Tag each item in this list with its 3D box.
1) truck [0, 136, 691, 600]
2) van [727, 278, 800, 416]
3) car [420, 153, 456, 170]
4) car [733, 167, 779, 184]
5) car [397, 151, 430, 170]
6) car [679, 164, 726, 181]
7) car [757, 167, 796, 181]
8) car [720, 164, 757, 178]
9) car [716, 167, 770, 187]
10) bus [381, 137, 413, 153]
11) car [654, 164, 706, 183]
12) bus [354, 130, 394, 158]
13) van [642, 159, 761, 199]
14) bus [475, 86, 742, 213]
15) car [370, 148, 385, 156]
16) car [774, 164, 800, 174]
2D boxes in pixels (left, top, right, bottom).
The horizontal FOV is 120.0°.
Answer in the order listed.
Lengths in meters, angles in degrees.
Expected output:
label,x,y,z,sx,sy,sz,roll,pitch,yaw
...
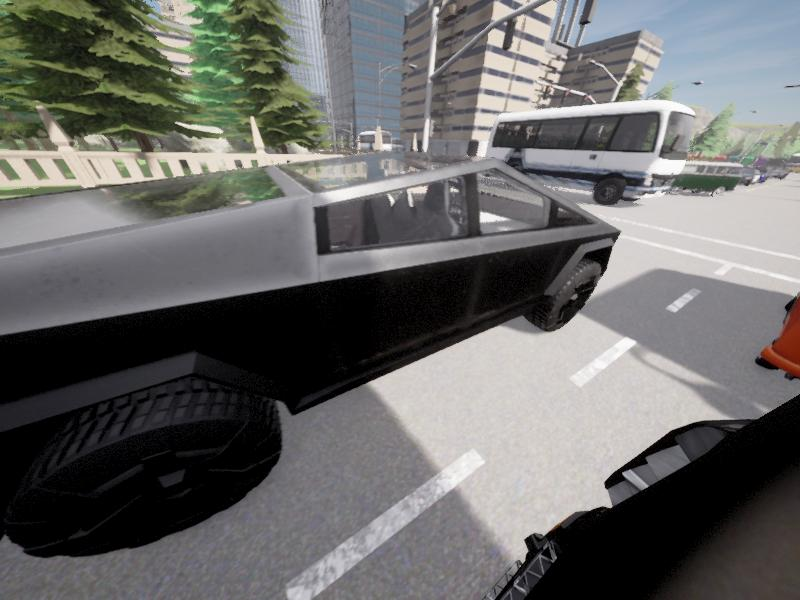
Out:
label,x,y,z,sx,sy,sz,roll,pitch,yaw
truck,-0.132,-0.440,2.629,6.274,2.098,2.390,-16,38,-26
van,6.251,-0.001,2.491,4.442,1.987,1.775,-16,38,-25
car,4.513,-16.937,28.183,1.812,1.442,4.674,-16,38,-26
car,42.070,-14.748,27.284,4.514,1.525,2.007,-16,38,-26
car,1.439,-16.168,26.686,1.851,1.617,3.988,-16,38,-26
car,36.409,-15.347,27.809,4.974,1.542,2.038,-16,38,-26
car,55.580,-18.648,34.074,4.902,1.511,2.128,-16,38,-26
car,52.634,-20.119,35.902,4.856,1.649,2.033,-16,38,-26
car,36.029,-12.989,24.259,4.974,1.542,2.038,-16,38,-26
bus,-1.163,-53.870,80.389,10.273,4.253,3.944,-16,38,-25
car,29.773,-13.452,24.548,4.514,1.525,2.007,-15,38,-24
bus,-5.532,-31.905,47.371,3.944,4.253,10.273,-16,38,-26
van,20.255,-8.290,15.792,4.442,1.987,1.775,6,34,6
bus,10.064,-8.716,13.729,3.944,4.253,10.273,-15,38,-25
car,-5.170,-34.370,53.583,1.816,1.474,4.193,-16,38,-26
car,93.465,-31.092,54.761,4.605,1.855,1.932,12,35,13
